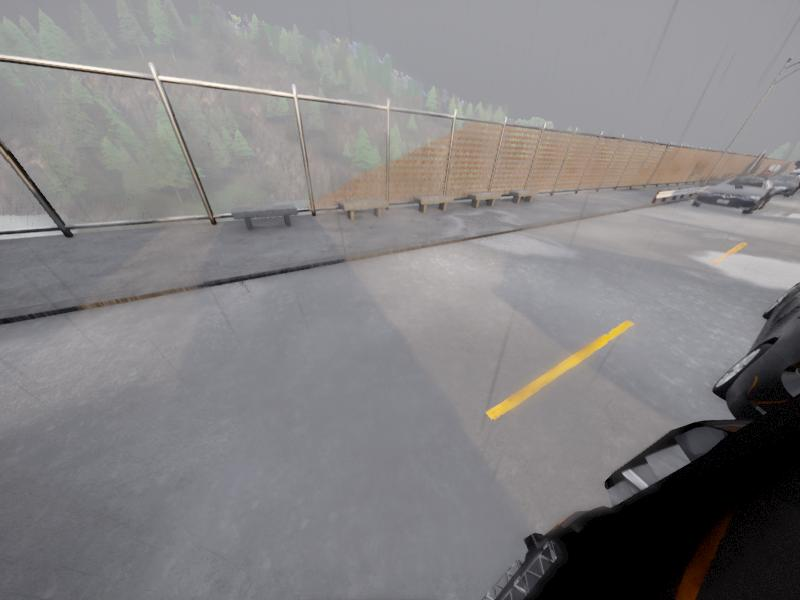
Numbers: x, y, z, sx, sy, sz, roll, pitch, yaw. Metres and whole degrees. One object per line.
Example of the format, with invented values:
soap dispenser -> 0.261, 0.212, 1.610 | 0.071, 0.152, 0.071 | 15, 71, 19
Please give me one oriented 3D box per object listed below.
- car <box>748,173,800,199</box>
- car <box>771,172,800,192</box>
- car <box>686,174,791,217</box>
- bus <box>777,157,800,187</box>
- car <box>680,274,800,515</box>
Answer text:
car -> 32.881, -9.934, 19.951 | 4.856, 1.649, 2.033 | -16, 38, -26
car -> 44.255, -13.190, 25.688 | 4.611, 1.667, 2.242 | -16, 38, -26
car -> 18.821, -5.929, 12.846 | 5.027, 1.651, 2.152 | -16, 38, -26
bus -> 57.346, -17.904, 31.445 | 10.273, 4.253, 3.944 | -16, 38, -26
car -> 5.342, 0.500, 2.211 | 5.008, 1.535, 1.882 | -16, 38, -26
